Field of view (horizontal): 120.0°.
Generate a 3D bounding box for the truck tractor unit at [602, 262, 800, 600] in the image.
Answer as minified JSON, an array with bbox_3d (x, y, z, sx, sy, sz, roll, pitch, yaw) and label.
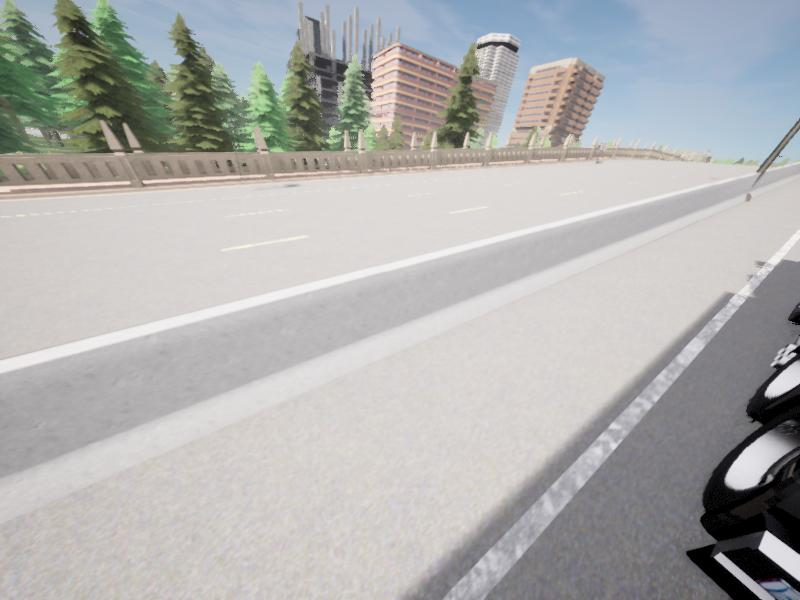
[{"bbox_3d":[5.108,-0.303,0.786,6.516,4.208,3.053,-18,39,-24],"label":"truck tractor unit"}]
